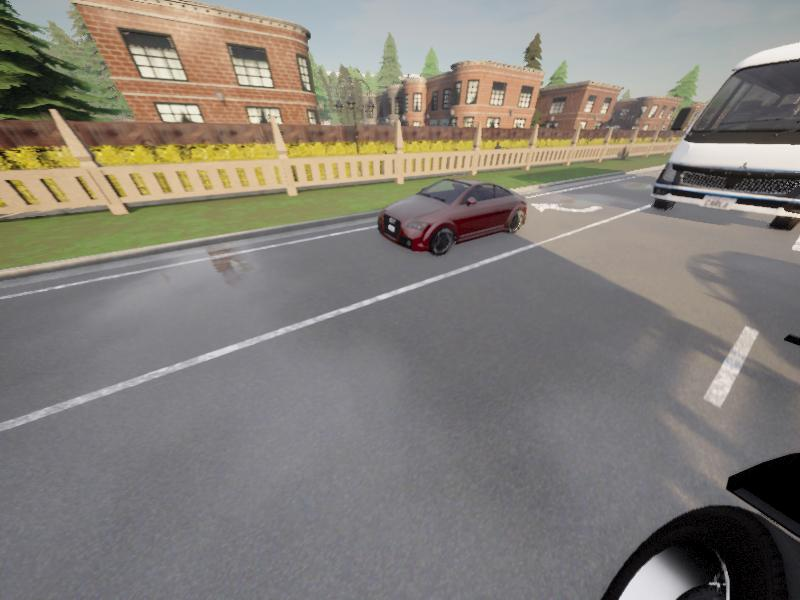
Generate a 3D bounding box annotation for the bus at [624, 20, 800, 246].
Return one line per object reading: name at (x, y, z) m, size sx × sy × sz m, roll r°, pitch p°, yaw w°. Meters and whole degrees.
bus at (13.348, -5.442, 7.810) m, size 10.273 × 4.253 × 3.944 m, roll -20°, pitch 40°, yaw -25°

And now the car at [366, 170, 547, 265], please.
car at (1.498, -2.444, 6.168) m, size 4.181 × 1.385 × 1.994 m, roll -20°, pitch 40°, yaw -25°

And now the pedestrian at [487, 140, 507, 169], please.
pedestrian at (7.415, -11.187, 17.762) m, size 0.751 × 1.860 × 0.751 m, roll -20°, pitch 40°, yaw -26°

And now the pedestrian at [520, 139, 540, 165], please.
pedestrian at (11.512, -13.129, 20.476) m, size 0.751 × 1.860 × 0.751 m, roll -20°, pitch 40°, yaw -26°
